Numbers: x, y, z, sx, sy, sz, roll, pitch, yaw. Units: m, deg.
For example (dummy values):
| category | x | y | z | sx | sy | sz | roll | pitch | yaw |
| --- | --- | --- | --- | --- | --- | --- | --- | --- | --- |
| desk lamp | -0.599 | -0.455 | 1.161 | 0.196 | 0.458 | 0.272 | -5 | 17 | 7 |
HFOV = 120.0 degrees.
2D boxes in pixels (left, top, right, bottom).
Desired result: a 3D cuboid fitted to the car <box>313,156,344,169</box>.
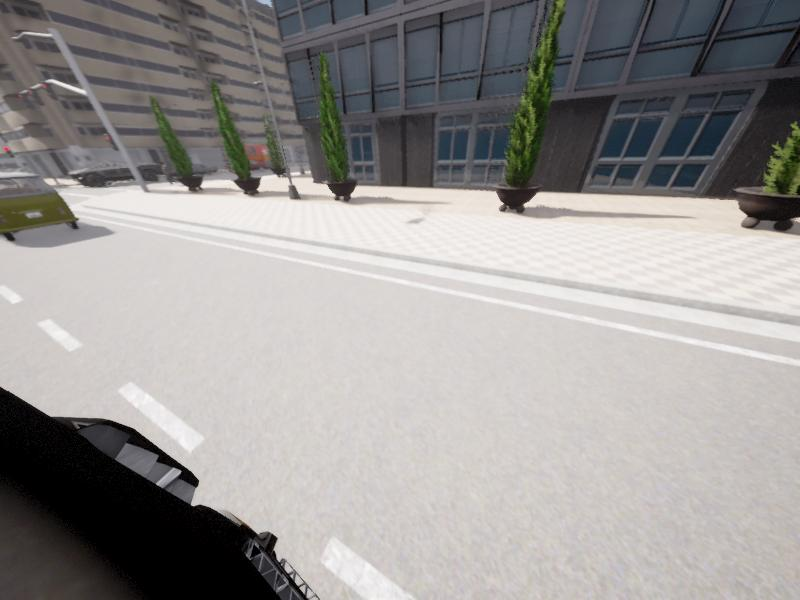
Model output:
| category | x | y | z | sx | sy | sz | roll | pitch | yaw |
| --- | --- | --- | --- | --- | --- | --- | --- | --- | --- |
| car | -11.357 | -22.116 | 37.011 | 2.007 | 1.525 | 4.514 | 14 | 36 | 23 |

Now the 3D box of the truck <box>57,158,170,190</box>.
| category | x | y | z | sx | sy | sz | roll | pitch | yaw |
| --- | --- | --- | --- | --- | --- | --- | --- | --- | --- |
| truck | -27.541 | -12.502 | 22.691 | 2.390 | 2.098 | 6.274 | 13 | 36 | 22 |

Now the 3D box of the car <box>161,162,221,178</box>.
| category | x | y | z | sx | sy | sz | roll | pitch | yaw |
| --- | --- | --- | --- | --- | --- | --- | --- | --- | --- |
| car | -27.191 | -17.064 | 30.299 | 2.033 | 1.411 | 5.357 | 14 | 36 | 22 |

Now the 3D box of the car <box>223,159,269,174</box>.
| category | x | y | z | sx | sy | sz | roll | pitch | yaw |
| --- | --- | --- | --- | --- | --- | --- | --- | --- | --- |
| car | -21.726 | -19.022 | 32.855 | 1.882 | 1.535 | 5.008 | 14 | 36 | 23 |

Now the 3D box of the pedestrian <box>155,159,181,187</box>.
| category | x | y | z | sx | sy | sz | roll | pitch | yaw |
| --- | --- | --- | --- | --- | --- | --- | --- | --- | --- |
| pedestrian | -18.470 | -10.099 | 18.394 | 0.751 | 1.860 | 0.751 | -29 | 41 | -34 |

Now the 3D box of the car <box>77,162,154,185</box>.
| category | x | y | z | sx | sy | sz | roll | pitch | yaw |
| --- | --- | --- | --- | --- | --- | --- | --- | --- | --- |
| car | -30.413 | -13.665 | 24.915 | 2.097 | 1.767 | 4.553 | 15 | 37 | 24 |

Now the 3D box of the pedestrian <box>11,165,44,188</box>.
| category | x | y | z | sx | sy | sz | roll | pitch | yaw |
| --- | --- | --- | --- | --- | --- | --- | --- | --- | --- |
| pedestrian | -35.457 | -11.781 | 22.010 | 0.751 | 1.860 | 0.751 | 14 | 36 | 23 |

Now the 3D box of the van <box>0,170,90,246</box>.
| category | x | y | z | sx | sy | sz | roll | pitch | yaw |
| --- | --- | --- | --- | --- | --- | --- | --- | --- | --- |
| van | -14.096 | -3.496 | 8.348 | 4.442 | 1.987 | 1.775 | 13 | 36 | 22 |

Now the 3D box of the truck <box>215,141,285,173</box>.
| category | x | y | z | sx | sy | sz | roll | pitch | yaw |
| --- | --- | --- | --- | --- | --- | --- | --- | --- | --- |
| truck | -23.158 | -22.726 | 36.509 | 2.891 | 3.827 | 8.468 | 14 | 36 | 23 |
